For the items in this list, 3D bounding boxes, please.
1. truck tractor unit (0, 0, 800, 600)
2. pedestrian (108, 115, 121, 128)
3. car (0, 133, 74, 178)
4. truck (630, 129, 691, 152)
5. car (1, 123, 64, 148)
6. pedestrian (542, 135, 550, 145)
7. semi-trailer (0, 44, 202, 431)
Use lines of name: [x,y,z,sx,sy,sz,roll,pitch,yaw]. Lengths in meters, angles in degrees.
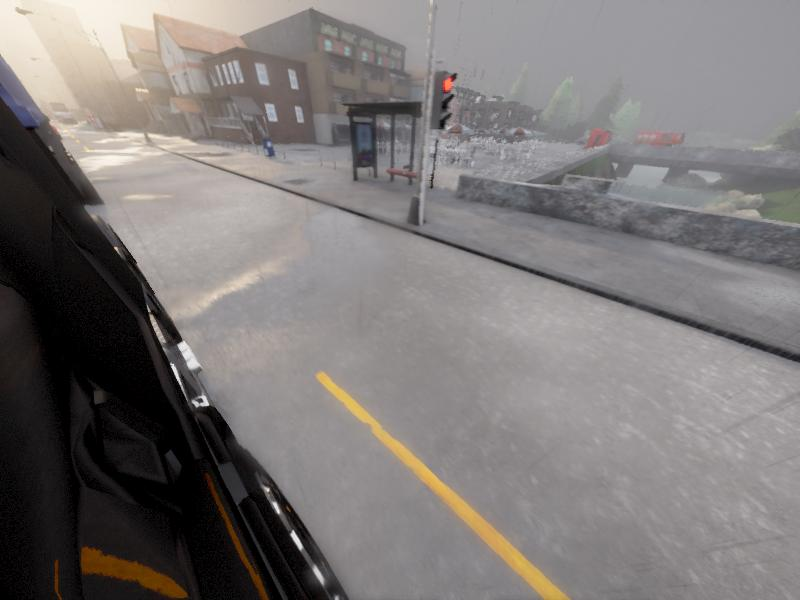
truck tractor unit: [-2.645,-0.295,0.351,6.516,4.208,3.053,28,44,30]
pedestrian: [-53.408,-33.273,43.164,0.751,1.860,0.751,28,44,30]
car: [-17.067,-6.769,10.598,4.718,1.301,1.895,28,44,30]
truck: [60.336,-37.360,53.941,8.468,3.827,2.891,28,44,30]
car: [-28.271,-12.766,17.885,4.181,1.385,1.994,28,44,30]
pedestrian: [32.719,-35.938,51.875,0.751,1.860,0.751,28,44,30]
semi-trailer: [-8.701,-3.592,4.240,14.254,4.402,2.717,28,44,30]
